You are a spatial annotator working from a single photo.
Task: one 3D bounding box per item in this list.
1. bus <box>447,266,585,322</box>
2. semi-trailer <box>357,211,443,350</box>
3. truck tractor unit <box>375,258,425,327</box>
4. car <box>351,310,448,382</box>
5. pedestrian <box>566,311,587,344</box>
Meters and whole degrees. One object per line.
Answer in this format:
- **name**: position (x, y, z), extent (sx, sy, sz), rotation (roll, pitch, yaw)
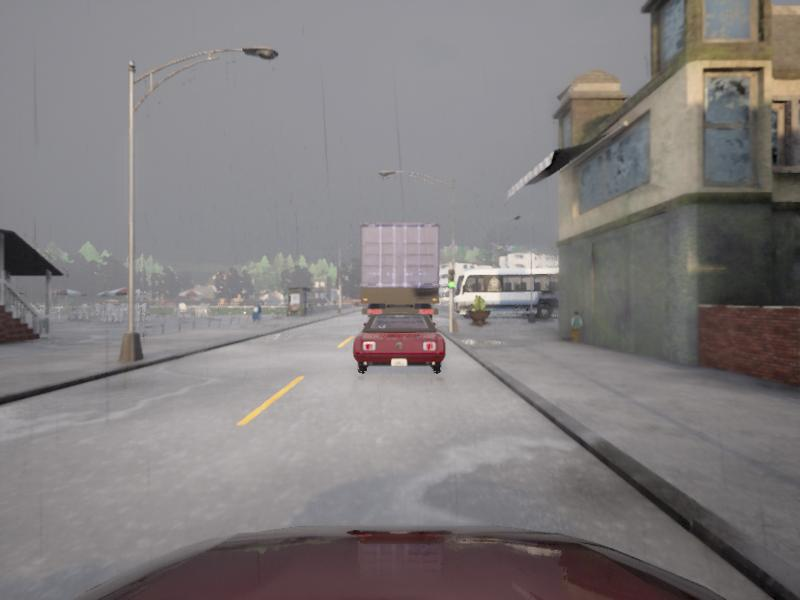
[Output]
- **bus**: position (9.345, -0.491, 33.299), extent (10.273, 4.253, 3.944), rotation (-1, 0, -1)
- **semi-trailer**: position (-0.005, -0.588, 19.785), extent (2.717, 4.402, 14.254), rotation (0, 0, 0)
- **truck tractor unit**: position (-0.016, -0.481, 27.699), extent (3.053, 4.208, 6.516), rotation (0, 0, 0)
- **car**: position (-0.011, 0.959, 10.205), extent (1.895, 1.301, 4.718), rotation (0, 0, 0)
- **pedestrian**: position (6.007, 0.935, 13.639), extent (0.500, 1.100, 0.500), rotation (0, 0, 0)
